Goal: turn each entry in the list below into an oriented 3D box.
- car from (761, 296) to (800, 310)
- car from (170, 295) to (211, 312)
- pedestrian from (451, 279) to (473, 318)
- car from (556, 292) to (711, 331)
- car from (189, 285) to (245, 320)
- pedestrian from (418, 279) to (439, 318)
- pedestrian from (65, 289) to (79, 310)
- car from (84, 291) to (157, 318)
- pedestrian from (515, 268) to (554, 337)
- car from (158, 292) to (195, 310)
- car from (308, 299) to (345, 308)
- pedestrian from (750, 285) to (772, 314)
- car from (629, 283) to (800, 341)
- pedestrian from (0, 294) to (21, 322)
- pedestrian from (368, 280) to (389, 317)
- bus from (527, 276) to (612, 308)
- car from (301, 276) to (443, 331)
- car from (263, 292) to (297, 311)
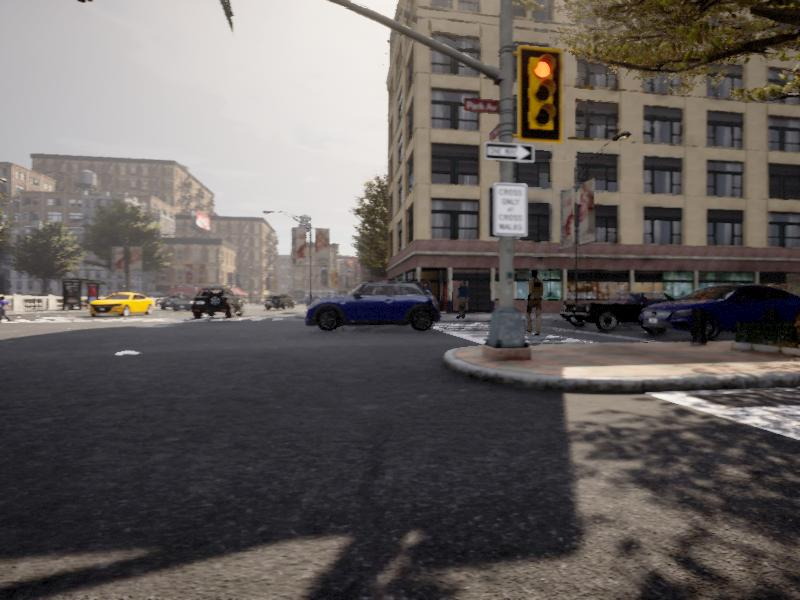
[{"bbox_3d":[45.256,0.333,46.291,1.882,1.535,5.008,0,0,-10],"label":"car"},{"bbox_3d":[-19.623,0.300,37.647,2.007,1.525,4.514,0,0,-8],"label":"car"},{"bbox_3d":[2.984,-0.072,19.389,0.751,1.860,0.751,0,0,-29],"label":"pedestrian"},{"bbox_3d":[8.357,0.378,14.535,4.718,1.301,1.895,0,0,-8],"label":"car"},{"bbox_3d":[-10.505,0.101,23.352,1.932,1.855,4.605,-1,0,-11],"label":"car"},{"bbox_3d":[1.369,-0.073,19.417,0.751,1.860,0.751,0,0,-27],"label":"pedestrian"},{"bbox_3d":[-30.061,-0.047,36.645,0.751,1.860,0.751,0,0,-10],"label":"pedestrian"},{"bbox_3d":[-17.954,0.273,26.066,1.882,1.535,5.008,0,0,-8],"label":"car"},{"bbox_3d":[3.731,0.063,11.140,0.751,1.860,0.751,0,0,-8],"label":"pedestrian"},{"bbox_3d":[-23.942,0.135,43.087,1.932,1.855,4.605,0,0,-8],"label":"car"},{"bbox_3d":[-10.050,0.455,54.933,4.718,1.301,1.895,0,0,11],"label":"car"},{"bbox_3d":[23.569,-0.052,26.133,0.751,1.860,0.751,0,0,-3],"label":"pedestrian"},{"bbox_3d":[9.103,0.297,11.090,4.674,1.442,1.812,0,0,-8],"label":"car"},{"bbox_3d":[-18.498,0.352,18.761,0.751,1.300,0.751,0,0,-7],"label":"pedestrian"},{"bbox_3d":[-1.084,-0.072,20.210,0.751,1.860,0.751,0,0,33],"label":"pedestrian"},{"bbox_3d":[23.252,-1.013,55.250,10.273,4.253,3.944,0,0,-8],"label":"bus"},{"bbox_3d":[-0.904,0.124,13.903,4.553,1.767,2.097,0,0,0],"label":"car"},{"bbox_3d":[-12.508,0.142,42.069,1.932,1.855,4.605,0,1,3],"label":"car"}]
